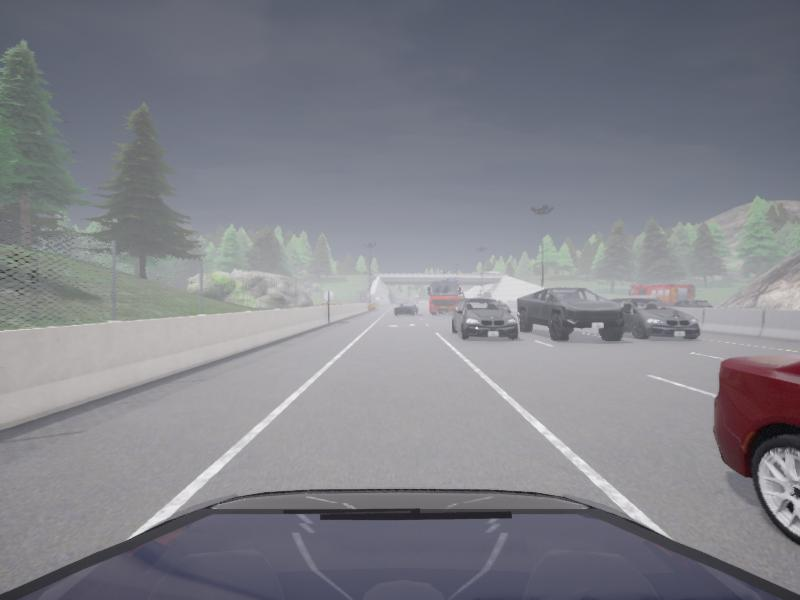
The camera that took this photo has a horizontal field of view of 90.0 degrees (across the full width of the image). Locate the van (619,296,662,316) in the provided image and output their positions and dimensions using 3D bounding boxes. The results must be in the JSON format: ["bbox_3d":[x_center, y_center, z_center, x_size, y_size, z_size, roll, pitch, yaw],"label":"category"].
[{"bbox_3d":[24.502,0.599,40.919,1.775,1.987,4.442,0,0,0],"label":"van"}]

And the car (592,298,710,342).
[{"bbox_3d":[10.502,0.757,17.286,2.242,1.667,4.611,0,0,0],"label":"car"}]

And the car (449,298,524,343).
[{"bbox_3d":[3.499,0.757,17.257,2.242,1.667,4.611,0,0,0],"label":"car"}]

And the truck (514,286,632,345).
[{"bbox_3d":[7.000,0.543,17.244,2.390,2.098,6.274,0,0,0],"label":"truck"}]

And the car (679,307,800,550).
[{"bbox_3d":[3.500,0.823,1.162,1.882,1.535,5.008,0,0,0],"label":"car"}]

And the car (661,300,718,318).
[{"bbox_3d":[28.002,0.779,38.944,2.033,1.649,4.856,0,0,0],"label":"car"}]

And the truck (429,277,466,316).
[{"bbox_3d":[5.258,-0.319,43.171,2.891,3.827,8.468,0,0,14],"label":"truck"}]

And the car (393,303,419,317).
[{"bbox_3d":[0.650,0.945,39.660,1.895,1.301,4.718,0,0,10],"label":"car"}]

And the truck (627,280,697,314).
[{"bbox_3d":[31.509,-0.319,48.643,2.891,3.827,8.468,0,0,0],"label":"truck"}]
